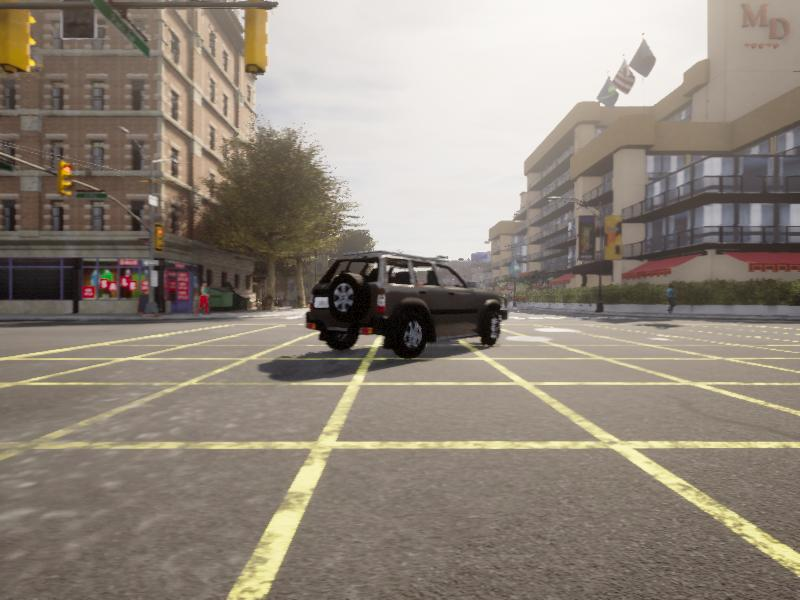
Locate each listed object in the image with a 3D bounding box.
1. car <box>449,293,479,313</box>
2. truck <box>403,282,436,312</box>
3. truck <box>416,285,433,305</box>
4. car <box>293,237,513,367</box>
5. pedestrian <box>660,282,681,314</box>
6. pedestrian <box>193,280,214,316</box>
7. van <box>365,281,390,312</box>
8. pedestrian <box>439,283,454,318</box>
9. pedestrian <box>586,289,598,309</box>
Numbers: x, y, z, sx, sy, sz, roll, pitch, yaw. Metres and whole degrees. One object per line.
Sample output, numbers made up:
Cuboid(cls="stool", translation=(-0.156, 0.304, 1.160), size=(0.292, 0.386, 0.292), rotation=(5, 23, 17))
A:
Cuboid(cls="car", translation=(5.086, 0.216, 32.274), size=(1.789, 1.549, 3.705), rotation=(0, 0, 0))
Cuboid(cls="truck", translation=(1.572, -0.243, 34.913), size=(2.627, 2.467, 5.204), rotation=(0, 0, 0))
Cuboid(cls="truck", translation=(4.821, -0.924, 80.438), size=(2.891, 3.827, 8.468), rotation=(0, 0, 0))
Cuboid(cls="car", translation=(0.370, 0.049, 8.097), size=(1.932, 1.855, 4.605), rotation=(1, 0, 40))
Cuboid(cls="pedestrian", translation=(16.068, -0.113, 23.767), size=(0.751, 1.860, 0.751), rotation=(0, 0, -23))
Cuboid(cls="pedestrian", translation=(-10.399, -0.116, 21.154), size=(0.751, 1.860, 0.751), rotation=(0, 0, -2))
Cuboid(cls="van", translation=(-1.942, -0.278, 35.601), size=(1.988, 2.561, 5.915), rotation=(0, 0, -1))
Cuboid(cls="pedestrian", translation=(2.525, 0.038, 21.725), size=(0.751, 1.860, 0.751), rotation=(0, 0, 5))
Cuboid(cls="pedestrian", translation=(17.948, -0.113, 37.315), size=(0.751, 1.860, 0.751), rotation=(0, 0, -2))
